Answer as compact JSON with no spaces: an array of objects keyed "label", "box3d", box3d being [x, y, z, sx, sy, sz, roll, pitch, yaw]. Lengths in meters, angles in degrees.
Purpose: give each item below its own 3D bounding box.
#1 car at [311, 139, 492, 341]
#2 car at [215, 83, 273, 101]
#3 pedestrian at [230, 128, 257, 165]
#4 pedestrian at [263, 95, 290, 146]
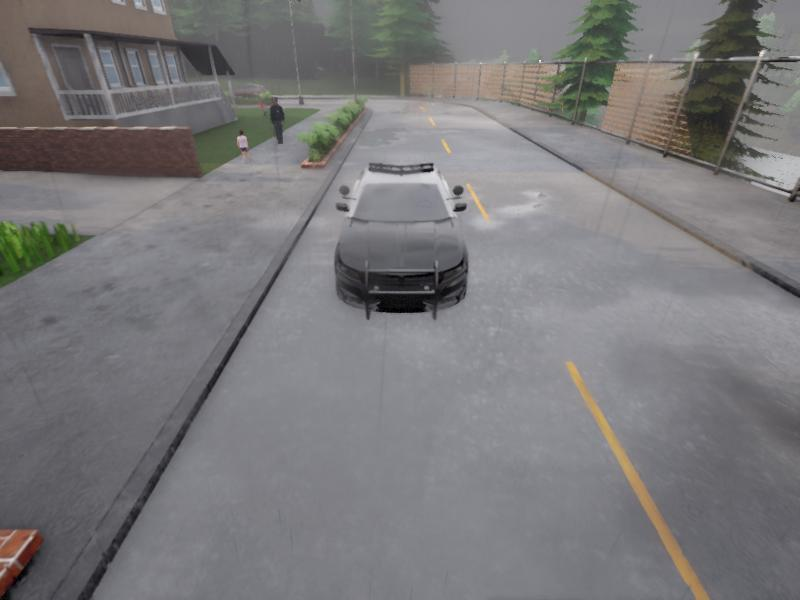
[{"label":"car","box3d":[0.022,-1.508,6.941,1.930,1.638,5.238,0,30,0]},{"label":"car","box3d":[-15.614,-20.907,40.223,4.792,1.488,2.163,0,30,0]},{"label":"pedestrian","box3d":[-5.279,-5.199,13.523,0.500,1.100,0.500,0,30,0]},{"label":"pedestrian","box3d":[-5.124,-7.494,16.691,0.751,1.860,0.751,-6,31,-9]}]
